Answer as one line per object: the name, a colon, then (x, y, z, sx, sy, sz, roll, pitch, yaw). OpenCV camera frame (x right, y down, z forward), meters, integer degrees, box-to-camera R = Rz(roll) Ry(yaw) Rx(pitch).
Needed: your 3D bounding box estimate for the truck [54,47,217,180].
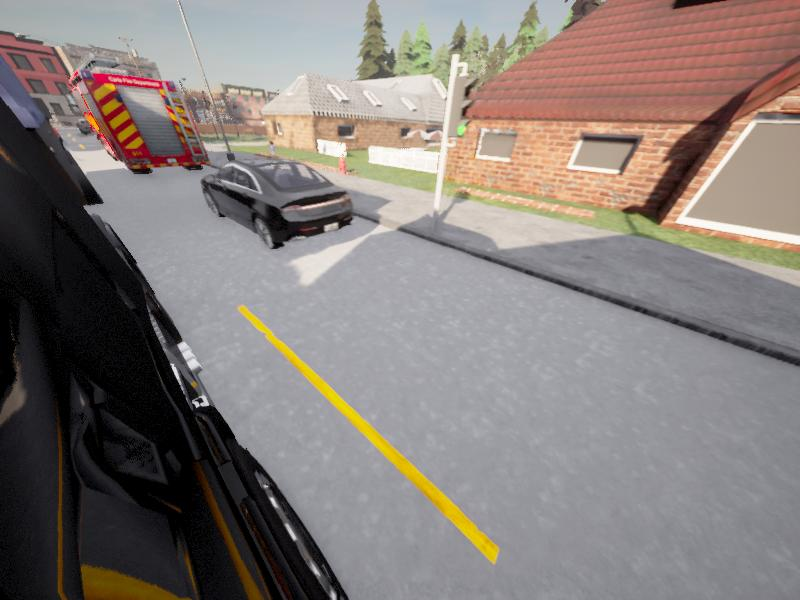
truck: (-13.225, -8.915, 11.532, 8.468, 3.827, 2.891, 28, 44, 30)

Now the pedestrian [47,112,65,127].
pedestrian: (-55.029, -28.867, 36.962, 0.751, 1.860, 0.751, 20, 40, 21)

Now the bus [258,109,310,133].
bus: (-28.455, -44.188, 57.339, 3.944, 4.253, 10.273, 28, 44, 30)

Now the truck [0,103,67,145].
truck: (-30.515, -14.454, 18.966, 5.204, 2.467, 2.627, 28, 44, 30)

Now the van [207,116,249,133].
van: (-34.809, -35.657, 46.966, 1.988, 2.561, 5.915, 29, 44, 31)

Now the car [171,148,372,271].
car: (-3.208, -2.611, 5.678, 4.902, 1.511, 2.128, 28, 44, 30)

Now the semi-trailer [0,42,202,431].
semi-trailer: (-8.698, -3.605, 4.229, 14.254, 4.402, 2.717, 28, 44, 30)

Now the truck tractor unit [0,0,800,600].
truck tractor unit: (-2.645, -0.295, 0.351, 6.516, 4.208, 3.053, 28, 44, 30)

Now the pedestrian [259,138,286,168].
pedestrian: (-6.918, -7.998, 12.601, 0.751, 1.300, 0.751, 6, 37, 5)
